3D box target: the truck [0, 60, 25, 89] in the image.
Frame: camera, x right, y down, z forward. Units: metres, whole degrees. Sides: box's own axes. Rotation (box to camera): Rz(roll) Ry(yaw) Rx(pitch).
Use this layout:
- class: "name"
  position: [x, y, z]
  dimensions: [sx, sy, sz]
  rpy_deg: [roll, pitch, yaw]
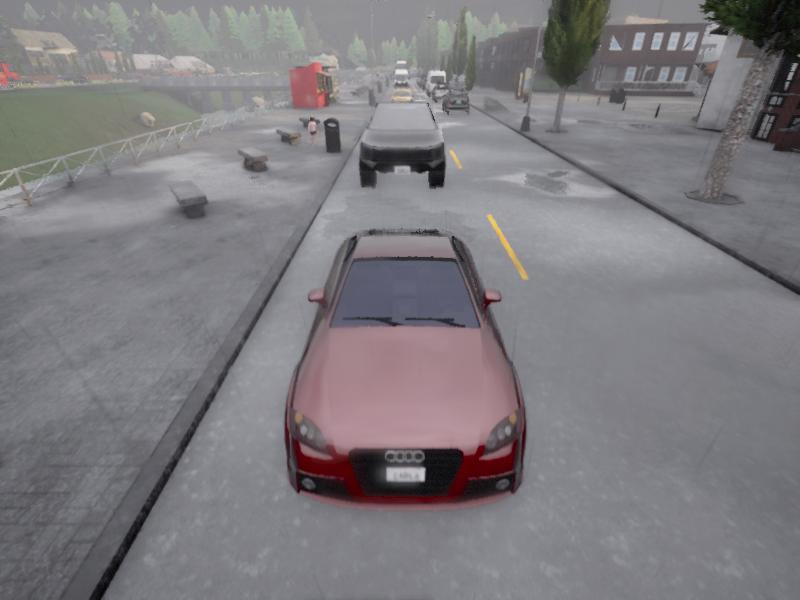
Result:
- class: "truck"
  position: [-61.485, -33.514, 59.458]
  dimensions: [2.891, 3.827, 8.468]
  rpy_deg: [0, 30, 0]

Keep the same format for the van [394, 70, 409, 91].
- class: "van"
  position: [0.190, -31.128, 56.623]
  dimensions: [1.988, 2.561, 5.915]
  rpy_deg: [0, 30, 0]

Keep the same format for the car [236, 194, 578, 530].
- class: "car"
  position: [0.048, 0.088, 4.489]
  dimensions: [1.994, 1.385, 4.181]
  rpy_deg: [0, 30, 0]

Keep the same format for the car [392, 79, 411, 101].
- class: "car"
  position: [0.149, -21.767, 41.330]
  dimensions: [1.932, 1.855, 4.605]
  rpy_deg: [0, 30, 0]

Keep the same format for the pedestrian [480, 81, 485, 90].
- class: "pedestrian"
  position: [11.320, -29.460, 55.016]
  dimensions: [0.500, 1.100, 0.500]
  rpy_deg: [2, 30, 3]

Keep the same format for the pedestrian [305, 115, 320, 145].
- class: "pedestrian"
  position: [-3.710, -7.242, 17.024]
  dimensions: [0.500, 1.100, 0.500]
  rpy_deg: [-5, 31, -8]

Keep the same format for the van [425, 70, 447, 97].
- class: "van"
  position: [4.165, -25.344, 46.787]
  dimensions: [1.988, 2.561, 5.915]
  rpy_deg: [0, 31, 0]

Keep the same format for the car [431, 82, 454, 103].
- class: "car"
  position: [4.148, -20.507, 39.443]
  dimensions: [1.851, 1.617, 3.988]
  rpy_deg: [0, 30, 0]

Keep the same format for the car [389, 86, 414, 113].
- class: "car"
  position: [0.123, -15.950, 31.680]
  dimensions: [1.801, 1.575, 5.366]
  rpy_deg: [0, 30, 0]

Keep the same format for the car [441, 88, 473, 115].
- class: "car"
  position: [4.117, -14.685, 29.547]
  dimensions: [1.789, 1.549, 3.705]
  rpy_deg: [0, 30, 0]

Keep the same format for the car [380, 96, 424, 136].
- class: "car"
  position: [0.098, -10.076, 21.716]
  dimensions: [2.128, 1.511, 4.902]
  rpy_deg: [0, 30, 0]

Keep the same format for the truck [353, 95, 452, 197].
- class: "truck"
  position: [0.072, -5.219, 12.835]
  dimensions: [2.390, 2.098, 6.274]
  rpy_deg: [0, 30, 0]

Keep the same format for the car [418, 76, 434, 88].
- class: "car"
  position: [4.217, -35.729, 65.520]
  dimensions: [2.242, 1.667, 4.611]
  rpy_deg: [0, 30, 0]
